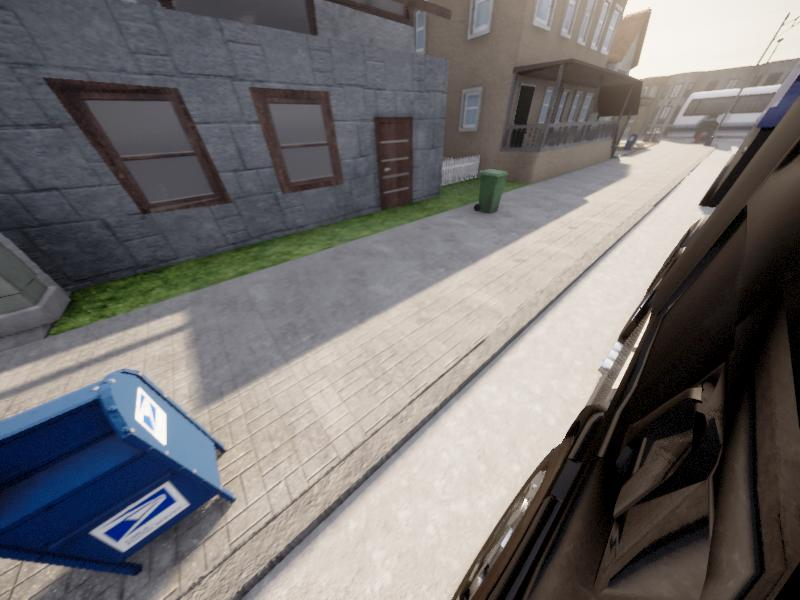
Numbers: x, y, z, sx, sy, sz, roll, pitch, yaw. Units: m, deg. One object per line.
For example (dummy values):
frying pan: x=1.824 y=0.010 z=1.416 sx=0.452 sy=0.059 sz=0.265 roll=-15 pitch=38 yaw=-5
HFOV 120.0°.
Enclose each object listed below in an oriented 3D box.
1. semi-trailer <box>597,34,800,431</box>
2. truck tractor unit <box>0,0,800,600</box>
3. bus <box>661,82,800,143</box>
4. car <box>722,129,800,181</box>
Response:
semi-trailer: x=8.735 y=-3.557 z=4.226 sx=14.254 sy=4.402 sz=2.717 roll=-27 pitch=43 yaw=-30
truck tractor unit: x=2.645 y=-0.295 z=0.351 sx=6.516 sy=4.208 sz=3.053 roll=-28 pitch=44 yaw=-30
bus: x=34.481 y=-18.252 z=22.809 sx=3.944 sy=4.253 sz=10.273 roll=-28 pitch=43 yaw=-30
car: x=16.649 y=-6.591 z=10.321 sx=4.514 sy=1.525 sz=2.007 roll=-28 pitch=43 yaw=-30
